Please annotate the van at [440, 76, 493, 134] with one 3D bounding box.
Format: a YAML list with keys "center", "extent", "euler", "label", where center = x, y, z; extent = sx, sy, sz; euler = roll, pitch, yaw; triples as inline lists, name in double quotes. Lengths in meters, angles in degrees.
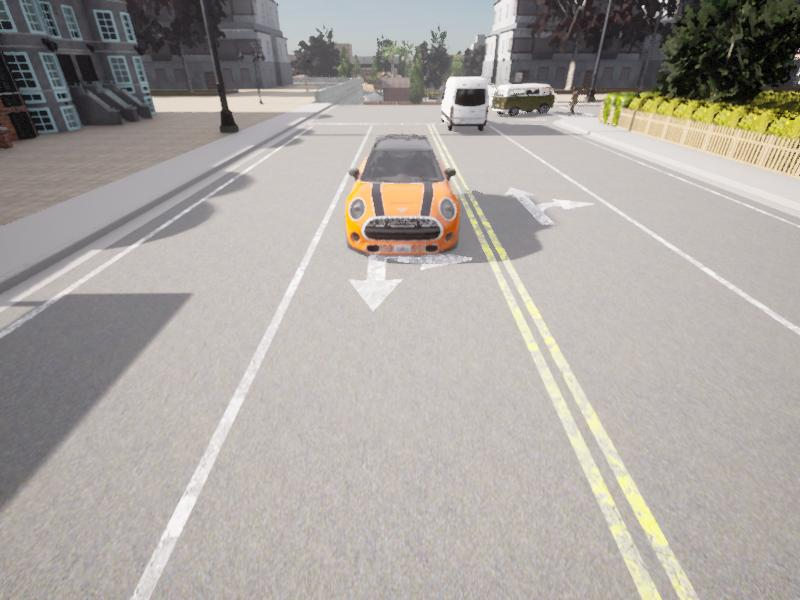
- center: [3.586, -11.329, 22.944]
  extent: [1.988, 2.561, 5.915]
  euler: [0, 30, 0]
  label: "van"

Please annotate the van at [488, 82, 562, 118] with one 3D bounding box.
- center: [8.990, -14.523, 28.992]
  extent: [4.480, 2.038, 2.069]
  euler: [-12, 30, -16]
  label: "van"

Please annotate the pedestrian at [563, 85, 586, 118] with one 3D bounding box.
- center: [11.249, -12.813, 25.813]
  extent: [0.751, 1.860, 0.751]
  euler: [-5, 31, -8]
  label: "pedestrian"

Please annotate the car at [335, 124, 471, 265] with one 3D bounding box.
- center: [0.048, -2.531, 8.593]
  extent: [2.097, 1.767, 4.553]
  euler: [0, 30, 0]
  label: "car"
